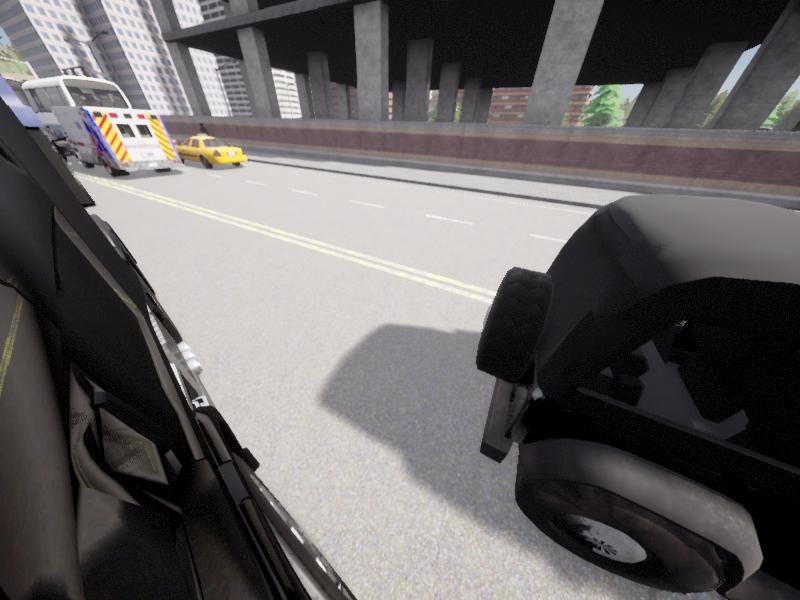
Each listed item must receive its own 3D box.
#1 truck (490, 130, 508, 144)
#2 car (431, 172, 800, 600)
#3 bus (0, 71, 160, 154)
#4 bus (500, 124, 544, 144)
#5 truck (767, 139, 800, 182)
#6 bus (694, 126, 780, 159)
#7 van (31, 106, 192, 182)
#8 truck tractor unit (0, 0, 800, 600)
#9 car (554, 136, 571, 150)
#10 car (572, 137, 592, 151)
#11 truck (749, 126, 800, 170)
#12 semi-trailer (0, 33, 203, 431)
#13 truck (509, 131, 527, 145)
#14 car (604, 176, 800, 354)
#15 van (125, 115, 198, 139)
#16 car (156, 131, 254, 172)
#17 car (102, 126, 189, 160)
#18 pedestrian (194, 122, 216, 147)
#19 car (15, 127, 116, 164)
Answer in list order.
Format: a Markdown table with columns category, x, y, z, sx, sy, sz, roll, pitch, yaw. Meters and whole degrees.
| category | x | y | z | sx | sy | sz | roll | pitch | yaw |
| --- | --- | --- | --- | --- | --- | --- | --- | --- | --- |
| truck | 23.496 | -38.688 | 54.798 | 2.615 | 2.467 | 5.204 | 19 | 40 | 22 |
| car | 2.425 | 0.702 | 1.211 | 3.866 | 1.878 | 1.905 | 19 | 40 | 22 |
| bus | -25.407 | -14.695 | 18.481 | 10.273 | 4.253 | 3.944 | 19 | 40 | 22 |
| bus | 35.103 | -48.031 | 66.814 | 10.273 | 4.253 | 3.944 | 19 | 40 | 22 |
| truck | 30.282 | -9.558 | 16.017 | 2.627 | 2.467 | 5.204 | 19 | 40 | 21 |
| bus | 59.000 | -28.124 | 41.160 | 3.944 | 4.253 | 10.273 | 19 | 40 | 21 |
| van | -13.531 | -7.493 | 10.946 | 6.366 | 2.431 | 2.351 | 19 | 40 | 22 |
| truck tractor unit | -2.645 | -0.295 | 0.351 | 6.516 | 4.208 | 3.053 | 28 | 44 | 30 |
| car | 29.365 | -28.499 | 41.802 | 1.905 | 1.878 | 3.866 | 19 | 40 | 22 |
| car | 31.942 | -27.589 | 40.716 | 1.905 | 1.878 | 3.866 | 19 | 40 | 22 |
| truck | 44.574 | -16.674 | 25.271 | 2.891 | 3.827 | 8.468 | 19 | 40 | 21 |
| semi-trailer | -8.786 | -3.523 | 4.171 | 14.254 | 4.402 | 2.717 | 27 | 43 | 29 |
| truck | 27.274 | -37.355 | 53.206 | 2.615 | 2.467 | 5.204 | 19 | 40 | 22 |
| car | 6.288 | -0.212 | 2.867 | 5.238 | 1.638 | 1.930 | 19 | 40 | 22 |
| van | -33.648 | -24.605 | 32.942 | 2.351 | 2.431 | 6.366 | 19 | 40 | 22 |
| car | -11.401 | -8.771 | 13.501 | 5.366 | 1.575 | 1.801 | 19 | 40 | 22 |
| car | -17.612 | -10.989 | 16.077 | 4.611 | 1.667 | 2.242 | 19 | 40 | 21 |
| pedestrian | -18.499 | -15.704 | 21.938 | 0.751 | 1.860 | 0.751 | 20 | 40 | 22 |
| car | -20.220 | -9.465 | 14.011 | 4.902 | 1.511 | 2.128 | 19 | 40 | 22 |
